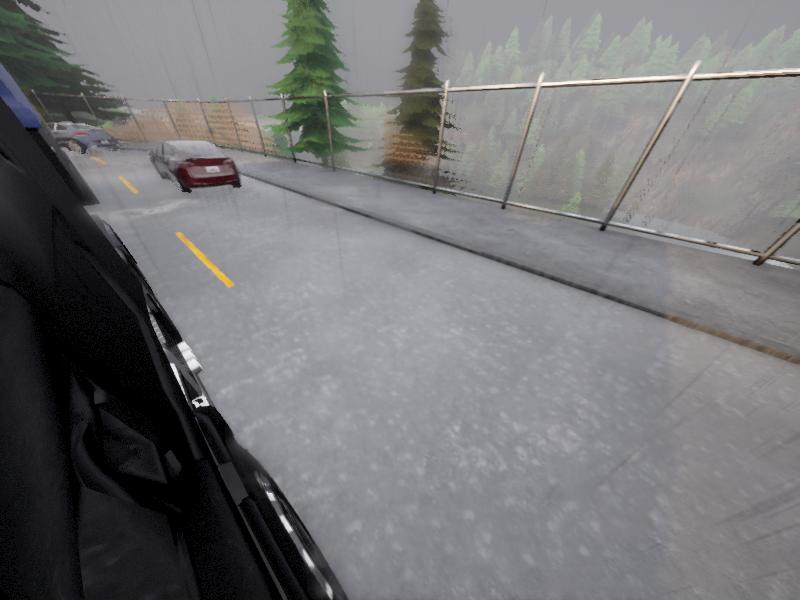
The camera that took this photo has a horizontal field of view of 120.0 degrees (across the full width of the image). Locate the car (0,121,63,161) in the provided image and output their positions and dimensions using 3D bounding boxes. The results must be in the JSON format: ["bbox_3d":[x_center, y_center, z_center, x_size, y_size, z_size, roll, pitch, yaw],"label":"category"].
[{"bbox_3d":[-22.159,-8.213,11.828,5.238,1.638,1.930,-7,37,-13],"label":"car"}]

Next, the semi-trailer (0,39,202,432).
[{"bbox_3d":[-8.737,-3.582,4.186,14.254,4.402,2.717,28,44,29],"label":"semi-trailer"}]

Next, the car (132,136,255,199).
[{"bbox_3d":[-8.159,-5.397,9.087,4.792,1.488,2.163,29,44,30],"label":"car"}]

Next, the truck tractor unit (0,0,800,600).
[{"bbox_3d":[-2.645,-0.295,0.351,6.516,4.208,3.053,28,44,30],"label":"truck tractor unit"}]

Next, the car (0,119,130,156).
[{"bbox_3d":[-21.672,-10.665,15.140,5.027,1.651,2.152,6,37,4],"label":"car"}]
